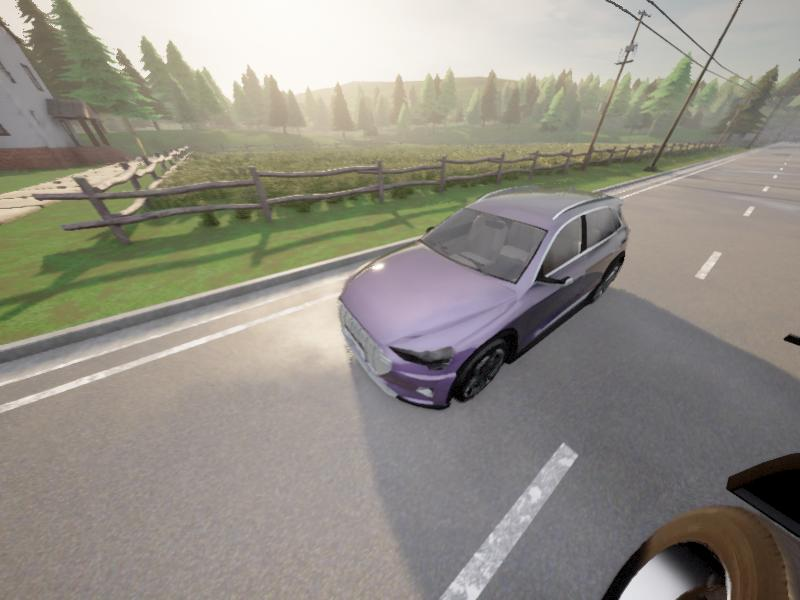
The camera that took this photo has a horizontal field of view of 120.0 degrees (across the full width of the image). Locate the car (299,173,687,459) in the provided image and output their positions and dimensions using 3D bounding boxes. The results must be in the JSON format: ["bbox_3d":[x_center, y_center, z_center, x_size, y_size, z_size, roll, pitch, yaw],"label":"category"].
[{"bbox_3d":[1.526,-0.595,3.325,4.856,1.649,2.033,-22,41,-28],"label":"car"}]
